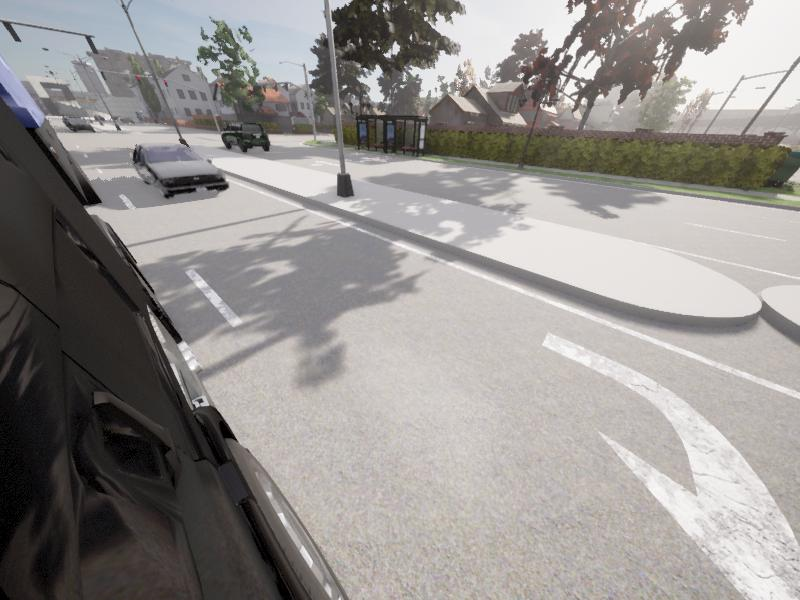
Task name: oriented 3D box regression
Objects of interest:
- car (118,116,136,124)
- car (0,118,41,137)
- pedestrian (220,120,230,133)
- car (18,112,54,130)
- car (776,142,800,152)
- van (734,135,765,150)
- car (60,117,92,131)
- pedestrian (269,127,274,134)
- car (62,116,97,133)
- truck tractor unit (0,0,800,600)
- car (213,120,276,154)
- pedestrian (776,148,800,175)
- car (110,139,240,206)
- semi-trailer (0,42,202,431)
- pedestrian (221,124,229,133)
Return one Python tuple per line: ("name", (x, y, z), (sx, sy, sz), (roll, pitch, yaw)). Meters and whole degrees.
("car", (-77.188, -50.742, 65.236), (5.027, 1.651, 2.152), (28, 44, 30))
("car", (-40.162, -17.581, 23.466), (1.994, 1.385, 4.181), (-12, 39, -19))
("pedestrian", (-31.005, -30.758, 40.954), (0.751, 1.860, 0.751), (-25, 45, -32))
("car", (-51.115, -25.201, 32.533), (4.605, 1.855, 1.932), (28, 44, 30))
("car", (87.691, -34.446, 51.861), (1.801, 1.575, 5.366), (28, 45, 30))
("van", (80.572, -36.468, 53.350), (1.988, 2.561, 5.915), (28, 45, 30))
("car", (-48.632, -26.450, 34.689), (4.792, 1.488, 2.163), (28, 44, 30))
("pedestrian", (-24.955, -32.927, 44.870), (0.500, 1.100, 0.500), (27, 43, 29))
("car", (-43.196, -23.641, 31.144), (5.238, 1.638, 1.930), (28, 43, 29))
("truck tractor unit", (-2.645, -0.295, 0.351), (6.516, 4.208, 3.053), (28, 44, 30))
("car", (-13.546, -14.220, 20.082), (5.566, 2.045, 2.150), (28, 44, 30))
("pedestrian", (33.846, -11.876, 19.774), (0.751, 1.860, 0.751), (26, 43, 28))
("car", (-8.461, -4.976, 8.596), (5.357, 1.411, 2.033), (28, 44, 30))
("semi-trailer", (-8.699, -3.606, 4.225), (14.254, 4.402, 2.717), (28, 44, 30))
("pedestrian", (-31.458, -30.896, 41.580), (0.751, 1.300, 0.751), (-22, 43, -29))
